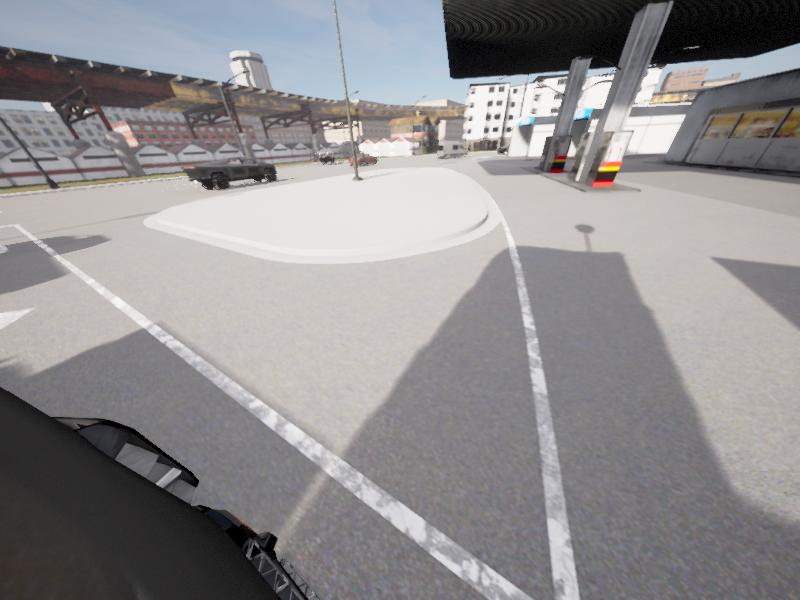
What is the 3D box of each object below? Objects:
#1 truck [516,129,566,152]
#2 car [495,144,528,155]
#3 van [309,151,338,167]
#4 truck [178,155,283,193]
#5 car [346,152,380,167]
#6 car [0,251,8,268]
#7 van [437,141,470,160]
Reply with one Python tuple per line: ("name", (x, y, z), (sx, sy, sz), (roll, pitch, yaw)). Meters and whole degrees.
("truck", (31.594, -36.007, 52.341), (8.468, 3.827, 2.891), (2, 34, 7))
("car", (21.561, -29.065, 44.643), (5.238, 1.638, 1.930), (-5, 34, -3))
("van", (-13.632, -25.426, 41.572), (2.069, 2.038, 4.480), (12, 37, 25))
("truck", (-13.497, -10.537, 19.042), (2.390, 2.098, 6.274), (17, 38, 27))
("car", (-5.523, -21.470, 35.344), (2.152, 1.651, 5.027), (18, 39, 29))
("car", (-12.470, -1.531, 5.881), (3.633, 1.501, 1.845), (16, 38, 27))
("van", (9.747, -27.315, 42.125), (5.915, 2.561, 1.988), (-19, 37, -22))
